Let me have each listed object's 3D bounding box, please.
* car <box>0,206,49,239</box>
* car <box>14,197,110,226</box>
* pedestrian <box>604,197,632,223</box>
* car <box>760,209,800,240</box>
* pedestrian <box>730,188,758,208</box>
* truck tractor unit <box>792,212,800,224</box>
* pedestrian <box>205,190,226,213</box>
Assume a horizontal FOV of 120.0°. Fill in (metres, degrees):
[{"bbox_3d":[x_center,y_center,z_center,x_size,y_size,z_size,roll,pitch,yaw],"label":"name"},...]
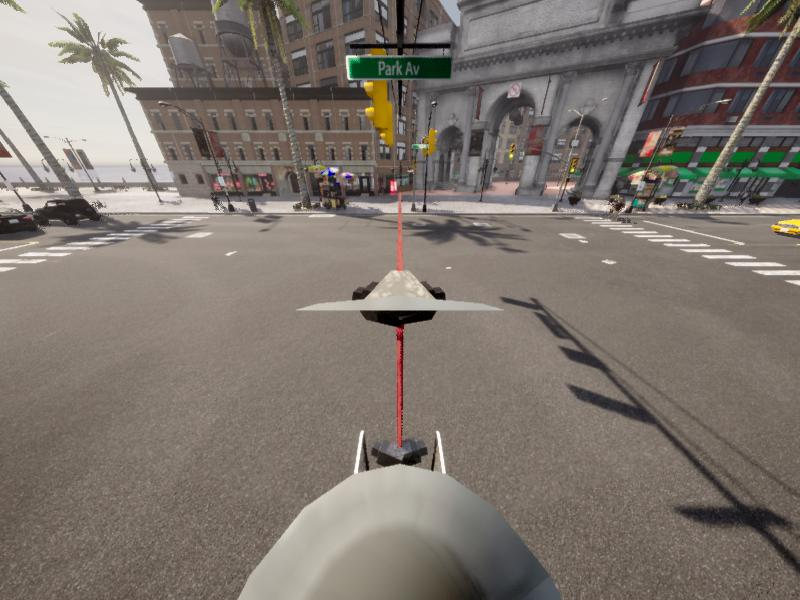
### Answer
[{"bbox_3d":[-27.685,-5.181,15.311,4.611,1.667,2.242,0,30,0],"label":"car"},{"bbox_3d":[-26.478,-7.020,18.279,3.866,1.878,1.905,1,30,0],"label":"car"},{"bbox_3d":[17.672,-7.323,18.780,0.751,1.860,0.751,1,30,2],"label":"pedestrian"},{"bbox_3d":[27.676,-4.859,14.839,5.366,1.575,1.801,0,30,0],"label":"car"},{"bbox_3d":[36.465,-10.802,24.503,0.751,1.860,0.751,-6,31,-10],"label":"pedestrian"},{"bbox_3d":[35.558,-7.421,16.643,6.516,4.208,3.053,1,30,0],"label":"truck tractor unit"},{"bbox_3d":[-17.651,-9.447,22.156,0.751,1.860,0.751,4,30,6],"label":"pedestrian"}]
